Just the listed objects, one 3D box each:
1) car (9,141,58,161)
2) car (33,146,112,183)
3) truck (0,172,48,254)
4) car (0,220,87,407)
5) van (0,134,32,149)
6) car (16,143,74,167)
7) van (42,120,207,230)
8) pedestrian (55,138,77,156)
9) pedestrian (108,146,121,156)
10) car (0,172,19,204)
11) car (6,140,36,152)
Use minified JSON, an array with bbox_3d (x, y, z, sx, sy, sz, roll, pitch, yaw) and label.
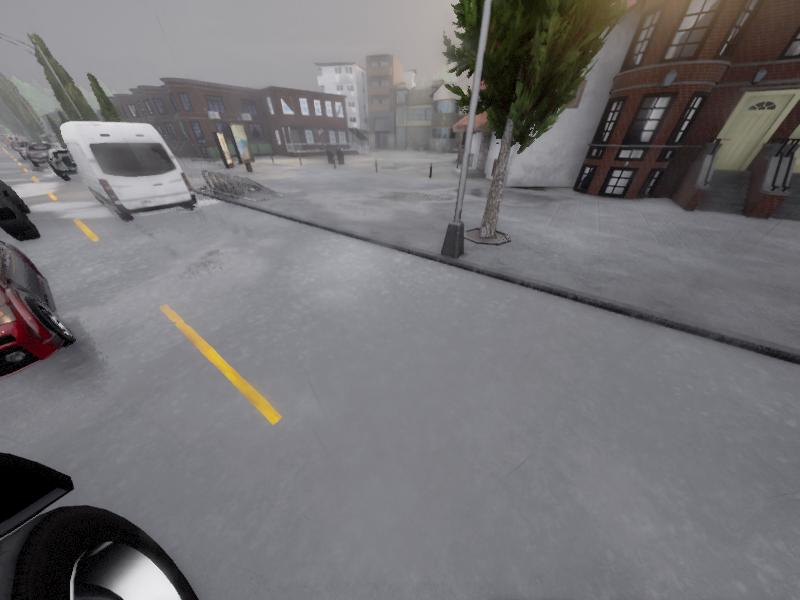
[{"bbox_3d":[-41.177,-16.784,25.982,4.611,1.667,2.242,23,41,29],"label":"car"},{"bbox_3d":[-21.251,-8.912,14.991,4.856,1.649,2.033,23,41,28],"label":"car"},{"bbox_3d":[-12.145,-2.751,5.905,6.274,2.098,2.390,22,41,28],"label":"truck"},{"bbox_3d":[-5.974,0.029,2.654,4.181,1.385,1.994,21,40,29],"label":"car"},{"bbox_3d":[-78.067,-32.166,46.879,6.366,2.431,2.351,22,41,28],"label":"van"},{"bbox_3d":[-32.958,-13.554,21.452,4.611,1.667,2.242,23,41,29],"label":"car"},{"bbox_3d":[-9.765,-4.612,8.180,5.915,2.561,1.988,23,41,29],"label":"van"},{"bbox_3d":[-42.934,-19.668,29.673,0.751,1.860,0.751,22,41,28],"label":"pedestrian"},{"bbox_3d":[-36.211,-18.899,29.288,0.500,1.100,0.500,14,37,18],"label":"pedestrian"},{"bbox_3d":[-18.342,-4.985,9.538,4.902,1.511,2.128,23,41,28],"label":"car"},{"bbox_3d":[-69.215,-28.150,42.194,5.027,1.651,2.152,22,41,28],"label":"car"}]
